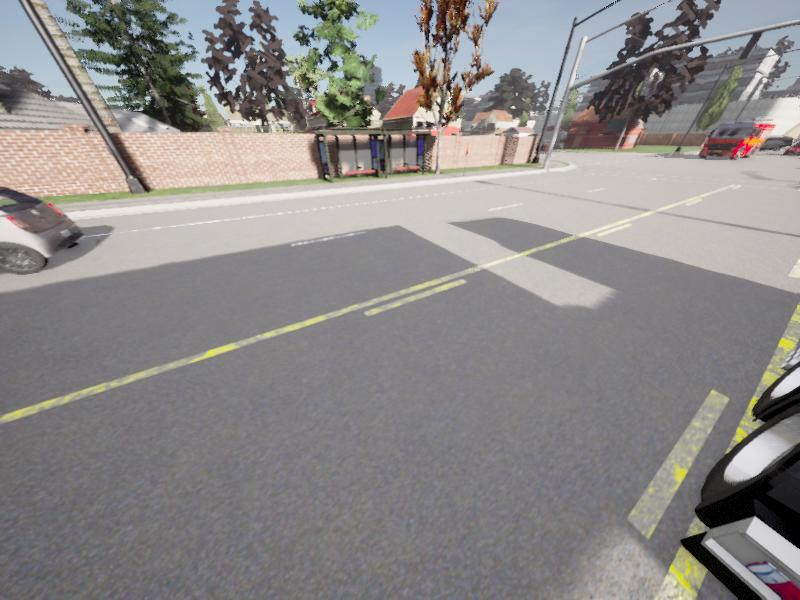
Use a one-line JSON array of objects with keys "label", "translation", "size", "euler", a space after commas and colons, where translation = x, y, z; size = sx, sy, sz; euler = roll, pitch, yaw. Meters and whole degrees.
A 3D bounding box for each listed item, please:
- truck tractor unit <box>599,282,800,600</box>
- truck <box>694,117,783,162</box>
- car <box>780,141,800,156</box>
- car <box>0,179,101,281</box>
[{"label": "truck tractor unit", "translation": [5.136, -0.276, 0.732], "size": [6.516, 4.208, 3.053], "euler": [-17, 39, -23]}, {"label": "truck", "translation": [39.368, -18.685, 26.918], "size": [8.468, 3.827, 2.891], "euler": [-17, 39, -22]}, {"label": "car", "translation": [53.143, -20.048, 30.584], "size": [4.514, 1.525, 2.007], "euler": [-19, 39, -24]}, {"label": "car", "translation": [-8.981, -1.161, 4.249], "size": [3.633, 1.501, 1.845], "euler": [-18, 39, -25]}]
